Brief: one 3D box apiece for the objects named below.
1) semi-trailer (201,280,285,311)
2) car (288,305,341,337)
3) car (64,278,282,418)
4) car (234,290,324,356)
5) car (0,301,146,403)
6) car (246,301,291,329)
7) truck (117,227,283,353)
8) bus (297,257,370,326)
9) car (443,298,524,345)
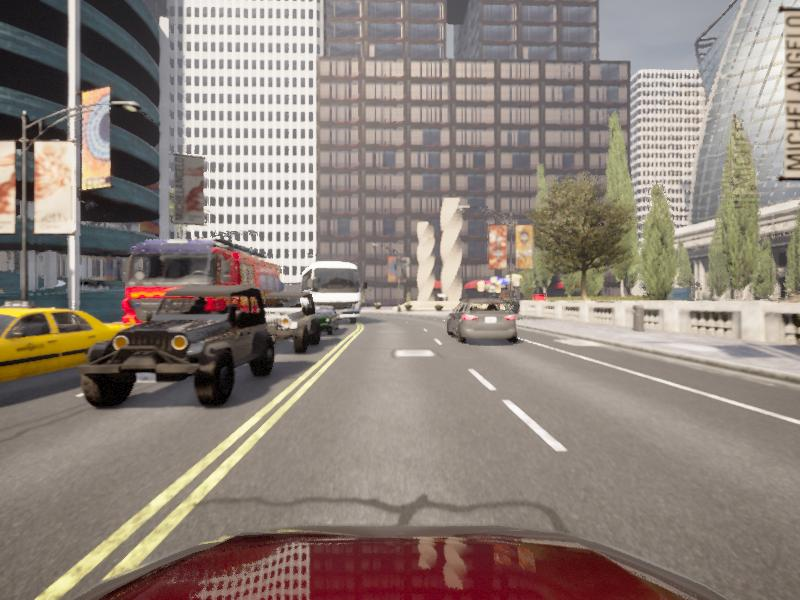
[{"bbox_3d":[-23.780,-0.607,59.993,14.254,4.402,2.717,0,-1,26],"label":"semi-trailer"},{"bbox_3d":[-4.016,0.951,19.531,1.895,1.301,4.718,0,0,-4],"label":"car"},{"bbox_3d":[-3.623,0.649,7.337,1.905,1.878,3.866,0,0,-2],"label":"car"},{"bbox_3d":[-3.776,0.651,13.220,1.905,1.878,3.866,0,0,-2],"label":"car"},{"bbox_3d":[-7.109,0.804,7.171,1.801,1.575,5.366,0,0,-1],"label":"car"},{"bbox_3d":[-8.060,0.835,25.059,2.038,1.542,4.974,0,0,-11],"label":"car"},{"bbox_3d":[-7.337,-0.315,16.433,2.891,3.827,8.468,0,0,-3],"label":"truck"},{"bbox_3d":[-5.377,-0.524,30.134,3.944,4.253,10.273,0,0,-18],"label":"bus"},{"bbox_3d":[3.195,0.762,16.394,2.242,1.667,4.611,0,0,-1],"label":"car"}]
